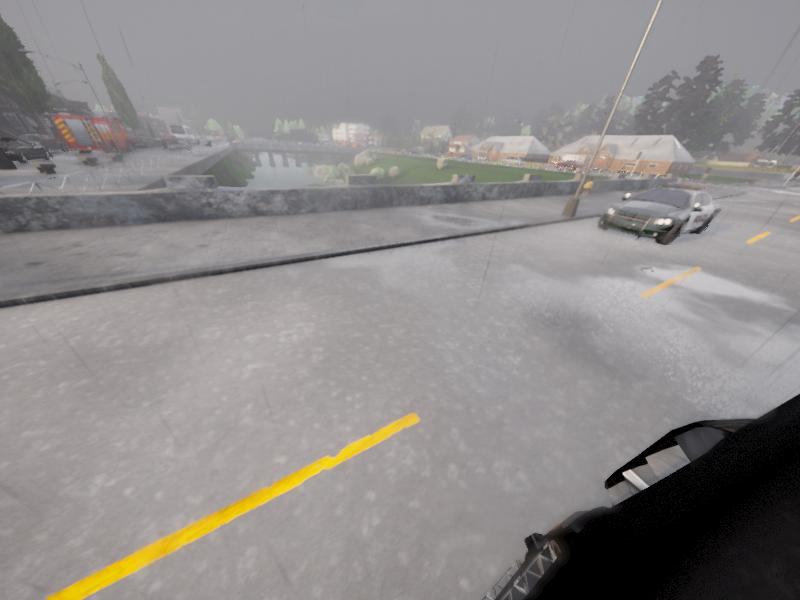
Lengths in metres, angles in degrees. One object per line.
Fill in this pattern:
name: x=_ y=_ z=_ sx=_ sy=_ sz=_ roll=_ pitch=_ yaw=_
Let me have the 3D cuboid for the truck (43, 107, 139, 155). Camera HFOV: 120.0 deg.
truck: x=-34.783 y=-19.266 z=26.694 sx=2.891 sy=3.827 sz=8.468 roll=-14 pitch=37 yaw=-24

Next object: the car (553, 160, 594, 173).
car: x=28.919 y=-22.385 z=38.641 sx=1.882 sy=1.535 sz=5.008 roll=-14 pitch=37 yaw=-24

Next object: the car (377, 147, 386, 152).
car: x=-7.551 y=-61.219 z=94.112 sx=2.038 sy=1.542 sz=4.974 roll=-15 pitch=37 yaw=-25

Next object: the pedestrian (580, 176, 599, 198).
pedestrian: x=11.447 y=-6.858 z=13.998 sx=0.500 sy=1.100 sz=0.500 roll=23 pitch=38 yaw=27

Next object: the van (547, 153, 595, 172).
van: x=31.035 y=-25.179 z=42.217 sx=2.351 sy=2.431 sz=6.366 roll=-15 pitch=37 yaw=-25

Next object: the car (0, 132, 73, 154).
car: x=-36.957 y=-16.010 z=23.603 sx=2.152 sy=1.651 sz=5.027 roll=-15 pitch=37 yaw=-25

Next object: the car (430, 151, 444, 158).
car: x=11.564 y=-45.435 z=72.077 sx=1.994 sy=1.385 sz=4.181 roll=-15 pitch=37 yaw=-25

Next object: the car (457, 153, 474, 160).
car: x=17.752 y=-38.863 z=62.606 sx=1.816 sy=1.474 sz=4.193 roll=-14 pitch=37 yaw=-25

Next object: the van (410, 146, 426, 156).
van: x=6.037 y=-51.785 z=80.244 sx=2.351 sy=2.431 sz=6.366 roll=-15 pitch=37 yaw=-25

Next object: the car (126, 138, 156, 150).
car: x=-40.978 y=-24.818 z=36.675 sx=1.816 sy=1.474 sz=4.193 roll=-14 pitch=37 yaw=-24

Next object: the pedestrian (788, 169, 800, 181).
pedestrian: x=75.757 y=-23.824 z=44.096 sx=0.751 sy=1.860 sz=0.751 roll=29 pitch=42 yaw=34

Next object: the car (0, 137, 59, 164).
car: x=-27.712 y=-10.806 z=16.652 sx=1.816 sy=1.474 sz=4.193 roll=-15 pitch=38 yaw=-25

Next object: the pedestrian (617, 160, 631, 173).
pedestrian: x=38.616 y=-22.994 z=39.823 sx=0.751 sy=1.860 sz=0.751 roll=-14 pitch=37 yaw=-24

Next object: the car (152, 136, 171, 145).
car: x=-59.320 y=-39.799 z=57.594 sx=1.930 sy=1.638 sz=5.238 roll=-15 pitch=37 yaw=-25

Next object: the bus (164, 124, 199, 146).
bus: x=-57.974 y=-44.040 z=61.721 sx=3.944 sy=4.253 sz=10.273 roll=-15 pitch=37 yaw=-25

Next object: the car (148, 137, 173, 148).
car: x=-46.430 y=-30.683 z=44.979 sx=2.038 sy=1.542 sz=4.974 roll=-15 pitch=37 yaw=-25

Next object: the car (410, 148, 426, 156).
car: x=5.689 y=-47.313 z=73.841 sx=2.150 sy=2.045 sz=5.566 roll=-15 pitch=37 yaw=-25

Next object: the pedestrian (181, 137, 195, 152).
pedestrian: x=-31.242 y=-22.941 z=34.061 sx=0.751 sy=1.860 sz=0.751 roll=-4 pitch=34 yaw=-11

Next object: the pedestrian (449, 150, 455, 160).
pedestrian: x=12.666 y=-35.388 z=56.378 sx=0.751 sy=1.860 sz=0.751 roll=-22 pitch=41 yaw=-33

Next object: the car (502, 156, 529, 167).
car: x=23.387 y=-28.237 z=47.015 sx=2.007 sy=1.525 sz=4.514 roll=-15 pitch=37 yaw=-25

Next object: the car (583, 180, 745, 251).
car: x=9.198 y=-3.156 z=8.083 sx=4.974 sy=1.542 sz=2.038 roll=-15 pitch=37 yaw=-25
